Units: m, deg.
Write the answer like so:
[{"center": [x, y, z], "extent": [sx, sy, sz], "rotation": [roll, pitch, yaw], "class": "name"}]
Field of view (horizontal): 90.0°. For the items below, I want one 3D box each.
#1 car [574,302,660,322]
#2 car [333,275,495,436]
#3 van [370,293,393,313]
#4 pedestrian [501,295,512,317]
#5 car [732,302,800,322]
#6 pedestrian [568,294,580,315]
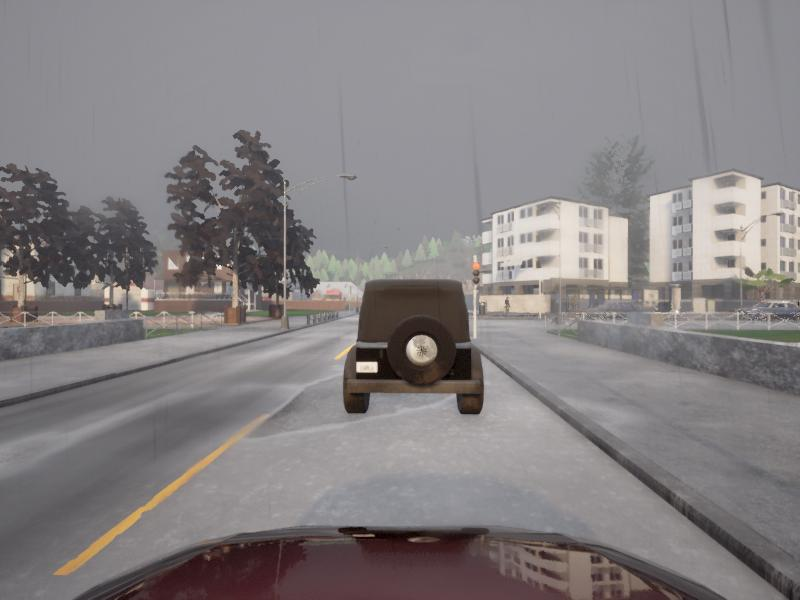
[{"center": [16.172, 0.895, 30.069], "extent": [5.357, 1.411, 2.033], "rotation": [0, 0, 2], "class": "car"}, {"center": [0.220, 0.646, 6.640], "extent": [1.905, 1.878, 3.866], "rotation": [0, 0, 2], "class": "car"}, {"center": [-2.300, 0.379, 51.361], "extent": [2.351, 2.431, 6.366], "rotation": [0, 0, 2], "class": "van"}, {"center": [9.433, 0.524, 35.383], "extent": [0.751, 1.860, 0.751], "rotation": [0, 0, -3], "class": "pedestrian"}, {"center": [27.405, 0.853, 29.689], "extent": [3.806, 1.475, 1.970], "rotation": [0, 0, 2], "class": "car"}, {"center": [15.712, 0.417, 36.088], "extent": [0.751, 1.860, 0.751], "rotation": [0, 0, 3], "class": "pedestrian"}]
